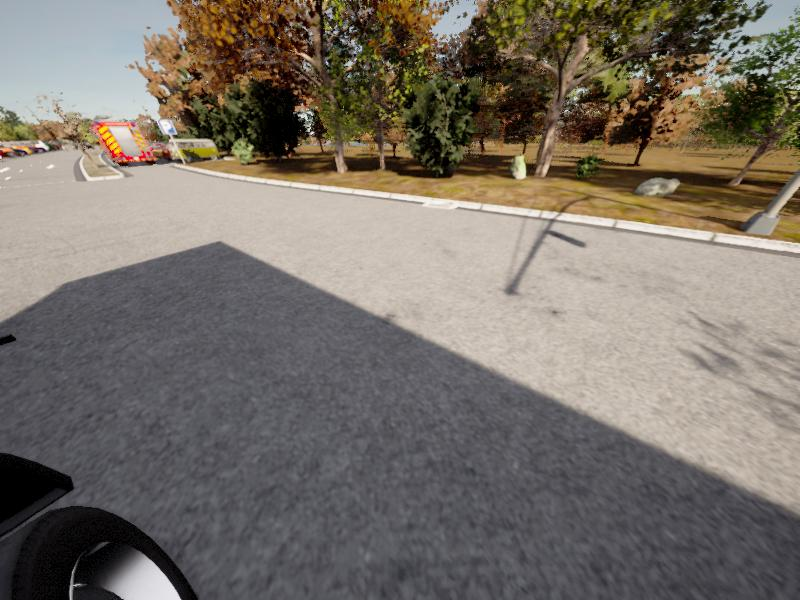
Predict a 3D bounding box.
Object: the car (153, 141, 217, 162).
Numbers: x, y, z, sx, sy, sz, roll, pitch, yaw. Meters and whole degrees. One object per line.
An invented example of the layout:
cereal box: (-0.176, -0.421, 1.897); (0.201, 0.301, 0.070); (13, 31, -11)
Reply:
car: (-24.140, -16.915, 26.217); (2.185, 1.767, 4.553); (12, 37, 18)

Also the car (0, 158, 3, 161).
car: (-52.836, -17.269, 27.657); (2.097, 1.535, 5.008); (13, 39, 20)

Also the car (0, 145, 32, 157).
car: (-65.758, -24.529, 38.086); (2.097, 1.535, 5.008); (14, 39, 21)

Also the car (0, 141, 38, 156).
car: (-69.926, -27.243, 41.575); (1.878, 1.987, 4.442); (15, 39, 21)

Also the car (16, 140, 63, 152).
car: (-86.701, -37.109, 55.671); (2.435, 2.045, 5.566); (15, 40, 22)

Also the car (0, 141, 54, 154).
car: (-78.359, -32.130, 48.542); (2.435, 2.045, 5.566); (15, 40, 21)

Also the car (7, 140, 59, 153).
car: (-82.536, -34.603, 52.084); (2.435, 2.045, 5.566); (15, 40, 21)

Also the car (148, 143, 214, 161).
car: (-26.290, -18.042, 28.052); (1.946, 1.575, 5.366); (12, 37, 18)

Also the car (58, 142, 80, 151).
car: (-81.503, -37.819, 56.929); (2.242, 1.667, 4.611); (-30, 45, -34)

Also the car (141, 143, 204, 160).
car: (-28.642, -18.960, 29.378); (1.946, 1.575, 5.366); (13, 37, 18)

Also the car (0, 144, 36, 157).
car: (-67.937, -25.663, 39.717); (1.946, 1.575, 5.366); (15, 40, 21)

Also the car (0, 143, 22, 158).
car: (-61.478, -22.198, 34.518); (2.185, 1.767, 4.553); (14, 39, 20)

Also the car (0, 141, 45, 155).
car: (-74.123, -29.716, 45.120); (1.878, 1.987, 4.442); (15, 39, 22)

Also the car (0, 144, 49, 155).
car: (-76.258, -30.706, 46.940); (2.097, 1.535, 5.008); (15, 40, 22)

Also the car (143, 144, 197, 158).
car: (-30.790, -20.149, 31.162); (2.002, 1.452, 4.674); (13, 37, 18)

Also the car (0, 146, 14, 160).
car: (-57.180, -19.664, 31.099); (2.097, 1.535, 5.008); (14, 39, 20)

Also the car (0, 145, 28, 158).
car: (-63.618, -23.311, 36.339); (2.231, 1.521, 4.892); (15, 39, 21)

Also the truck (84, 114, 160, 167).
truck: (-28.101, -16.010, 23.307); (8.468, 3.827, 2.891); (26, 44, 33)

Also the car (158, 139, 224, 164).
car: (-21.921, -15.850, 24.508); (1.878, 1.987, 4.442); (12, 37, 17)
